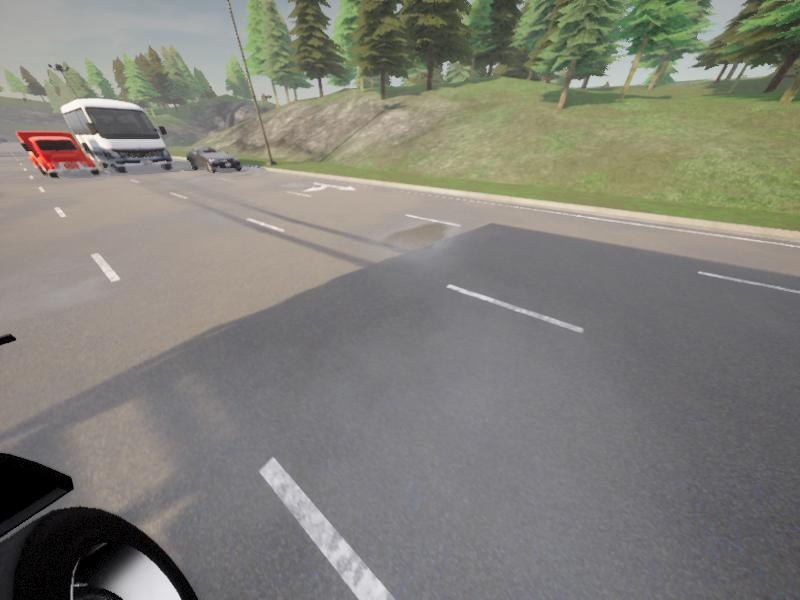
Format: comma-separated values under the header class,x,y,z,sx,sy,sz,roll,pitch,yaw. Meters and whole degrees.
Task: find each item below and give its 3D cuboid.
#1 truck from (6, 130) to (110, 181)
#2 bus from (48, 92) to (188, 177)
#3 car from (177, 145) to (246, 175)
class,x,y,z,sx,sy,sz,roll,pitch,yaw
truck,-22.404,-9.580,15.175,5.204,2.467,2.627,22,41,28
bus,-22.018,-12.705,18.062,10.273,4.253,3.944,22,41,28
car,-14.682,-11.009,17.998,5.027,1.651,2.152,22,41,28
